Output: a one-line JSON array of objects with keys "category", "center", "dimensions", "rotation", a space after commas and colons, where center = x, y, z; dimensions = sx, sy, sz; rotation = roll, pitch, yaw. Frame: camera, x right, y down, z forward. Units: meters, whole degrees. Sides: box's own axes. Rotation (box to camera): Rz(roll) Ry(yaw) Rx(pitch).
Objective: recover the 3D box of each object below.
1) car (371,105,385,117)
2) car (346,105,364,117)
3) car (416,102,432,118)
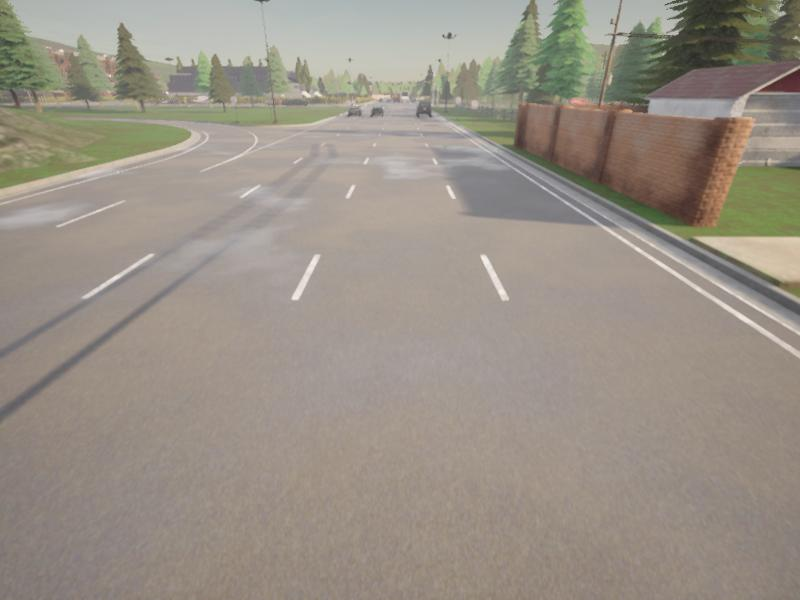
[{"category": "car", "center": [-3.385, -28.931, 61.269], "dimensions": [1.837, 1.490, 4.892], "rotation": [0, 27, 0]}, {"category": "car", "center": [-6.884, -29.143, 61.639], "dimensions": [2.128, 1.511, 4.902], "rotation": [0, 27, 0]}, {"category": "car", "center": [3.615, -29.037, 60.926], "dimensions": [2.150, 2.045, 5.566], "rotation": [0, 27, 0]}]
